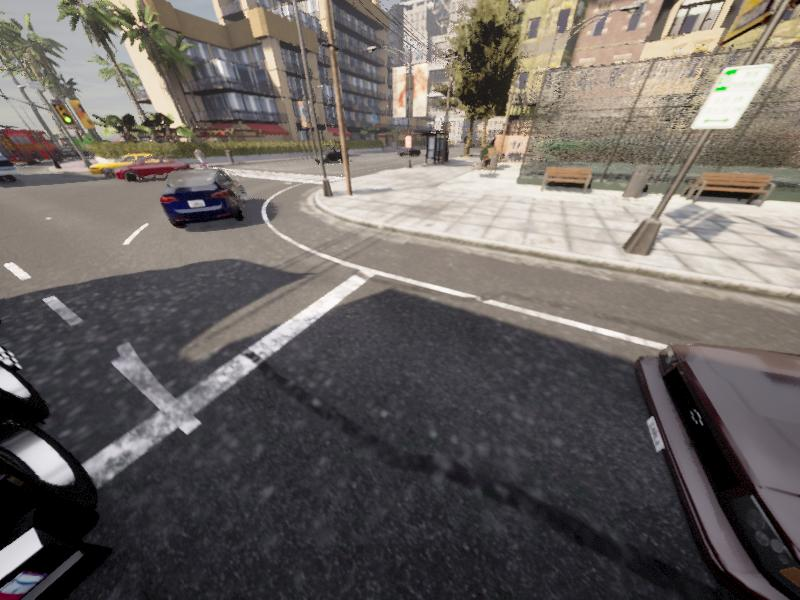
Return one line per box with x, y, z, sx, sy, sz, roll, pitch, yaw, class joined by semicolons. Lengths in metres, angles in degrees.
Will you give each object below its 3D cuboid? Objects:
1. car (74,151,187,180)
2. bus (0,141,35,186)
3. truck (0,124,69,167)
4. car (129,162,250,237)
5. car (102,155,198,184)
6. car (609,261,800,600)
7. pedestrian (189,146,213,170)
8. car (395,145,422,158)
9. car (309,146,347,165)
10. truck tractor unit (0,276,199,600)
-20.454;-10.588;17.988;5.366;1.575;1.801;-21;40;-27;car
-30.057;-10.070;15.001;10.273;4.253;3.944;18;39;24;bus
-45.930;-18.757;27.978;2.891;3.827;8.468;-19;39;-24;truck
-6.978;-3.927;8.397;2.163;1.488;4.792;-17;38;-22;car
-17.222;-9.237;16.206;4.181;1.385;1.994;-27;43;-33;car
4.421;1.472;0.624;5.357;1.411;2.033;17;38;23;car
-18.330;-13.115;21.307;0.751;1.860;0.751;12;37;16;pedestrian
1.413;-23.181;36.017;2.033;1.411;5.357;16;38;23;car
-8.254;-17.001;27.053;1.851;1.617;3.988;16;38;23;car
-5.131;-0.280;0.749;6.516;4.208;3.053;18;39;23;truck tractor unit
